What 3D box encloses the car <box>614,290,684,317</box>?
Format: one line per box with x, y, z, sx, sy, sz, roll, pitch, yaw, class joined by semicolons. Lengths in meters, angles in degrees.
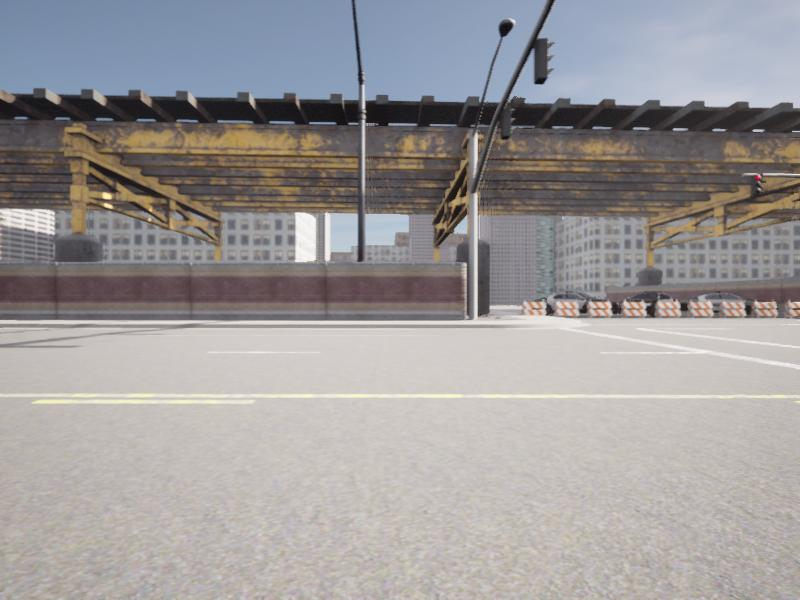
15.692;0.213;25.103;4.974;1.542;2.038;0;0;-36;car

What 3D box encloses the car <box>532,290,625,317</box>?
11.084;0.207;25.105;4.974;1.542;2.038;0;0;44;car

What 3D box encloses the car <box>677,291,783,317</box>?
21.061;0.219;25.877;4.974;1.542;2.038;0;0;29;car

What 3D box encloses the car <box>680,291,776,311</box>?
21.016;0.061;25.902;4.536;1.218;1.853;0;0;29;car

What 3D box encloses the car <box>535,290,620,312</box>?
11.047;0.050;25.141;4.536;1.218;1.853;0;0;44;car

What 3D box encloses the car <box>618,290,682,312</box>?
15.734;0.055;25.134;4.536;1.218;1.853;0;0;-36;car

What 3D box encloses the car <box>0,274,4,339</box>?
-12.715;0.165;9.239;5.027;1.651;2.152;0;0;0;car
